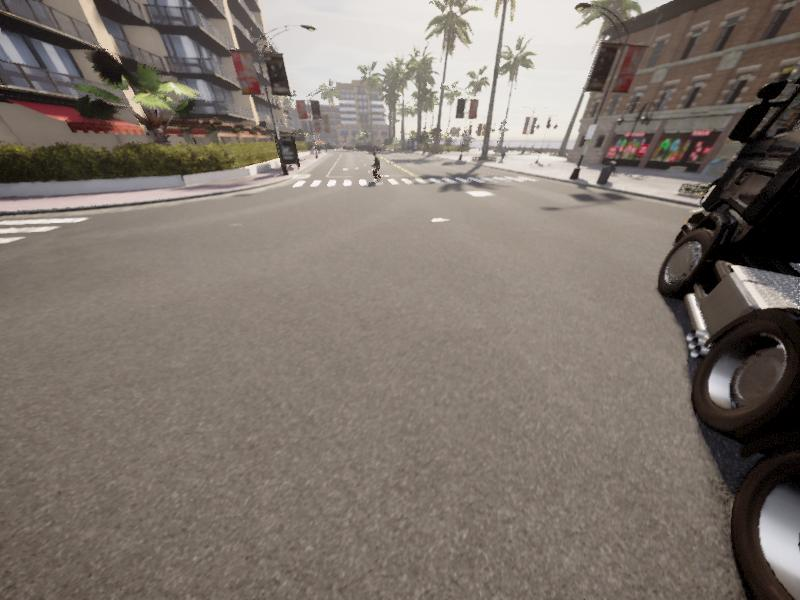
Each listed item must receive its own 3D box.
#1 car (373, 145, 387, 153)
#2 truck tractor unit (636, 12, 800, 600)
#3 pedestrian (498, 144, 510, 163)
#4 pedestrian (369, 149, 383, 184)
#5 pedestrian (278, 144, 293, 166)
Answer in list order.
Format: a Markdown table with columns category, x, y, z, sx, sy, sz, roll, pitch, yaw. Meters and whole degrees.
| category | x | y | z | sx | sy | sz | roll | pitch | yaw |
| --- | --- | --- | --- | --- | --- | --- | --- | --- | --- |
| car | -5.476 | -40.935 | 62.460 | 2.152 | 1.651 | 5.027 | -15 | 37 | -21 |
| truck tractor unit | 4.647 | -0.605 | 1.240 | 3.053 | 4.208 | 6.516 | 25 | 42 | 30 |
| pedestrian | 12.531 | -17.706 | 27.968 | 0.751 | 1.860 | 0.751 | 2 | 35 | 3 |
| pedestrian | -1.516 | -8.511 | 14.777 | 0.751 | 1.860 | 0.751 | -5 | 35 | -7 |
| pedestrian | -11.749 | -14.944 | 23.818 | 0.751 | 1.860 | 0.751 | -4 | 35 | -6 |
